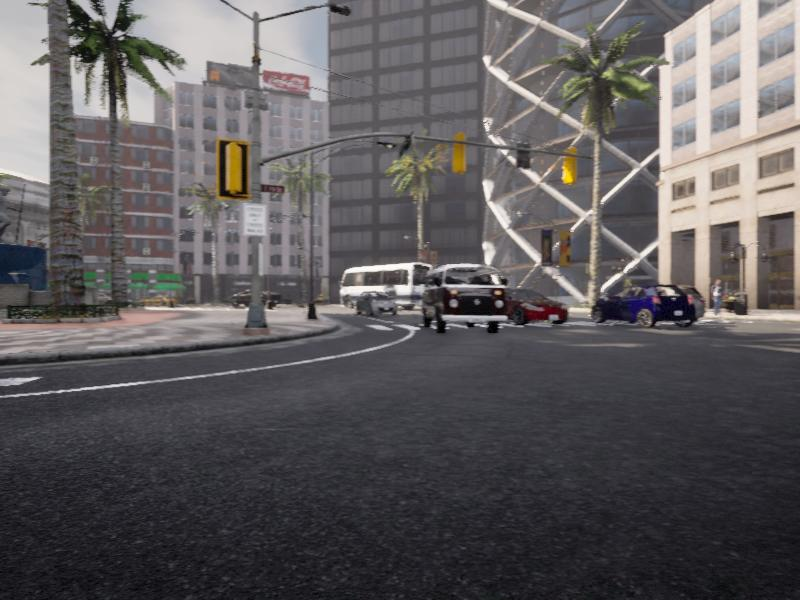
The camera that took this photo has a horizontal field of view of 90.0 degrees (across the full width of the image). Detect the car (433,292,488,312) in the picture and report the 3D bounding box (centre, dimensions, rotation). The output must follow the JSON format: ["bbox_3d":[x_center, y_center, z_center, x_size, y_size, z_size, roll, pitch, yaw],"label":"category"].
[{"bbox_3d":[5.162,0.150,34.963,1.801,1.575,5.366,0,0,-31],"label":"car"}]

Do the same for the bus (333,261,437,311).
[{"bbox_3d":[-1.701,-1.194,38.964,10.273,4.253,3.944,0,0,42],"label":"bus"}]

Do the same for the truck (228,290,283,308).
[{"bbox_3d":[-17.669,-0.137,48.836,6.274,2.098,2.390,0,0,21],"label":"truck"}]

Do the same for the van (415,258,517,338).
[{"bbox_3d":[1.794,-0.049,12.524,2.069,2.038,4.480,1,0,-5],"label":"van"}]

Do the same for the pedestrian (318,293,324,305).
[{"bbox_3d":[-12.536,-0.206,63.569,0.751,1.860,0.751,0,0,-17],"label":"pedestrian"}]

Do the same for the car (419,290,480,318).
[{"bbox_3d":[2.755,0.218,23.204,1.970,1.475,3.806,0,0,-20],"label":"car"}]

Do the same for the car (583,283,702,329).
[{"bbox_3d":[8.785,0.205,14.869,1.845,1.501,3.633,0,0,-10],"label":"car"}]

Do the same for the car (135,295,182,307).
[{"bbox_3d":[-33.119,0.108,54.856,5.366,1.575,1.801,0,0,1],"label":"car"}]

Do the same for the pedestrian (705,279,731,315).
[{"bbox_3d":[16.585,-0.142,20.901,0.751,1.860,0.751,0,0,-5],"label":"pedestrian"}]

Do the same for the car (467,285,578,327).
[{"bbox_3d":[4.895,0.227,16.835,2.163,1.488,4.792,0,0,-17],"label":"car"}]

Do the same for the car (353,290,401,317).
[{"bbox_3d":[-1.482,0.189,24.749,1.845,1.501,3.633,0,0,-23],"label":"car"}]

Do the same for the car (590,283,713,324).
[{"bbox_3d":[11.658,0.130,18.973,2.242,1.667,4.611,0,0,-16],"label":"car"}]
